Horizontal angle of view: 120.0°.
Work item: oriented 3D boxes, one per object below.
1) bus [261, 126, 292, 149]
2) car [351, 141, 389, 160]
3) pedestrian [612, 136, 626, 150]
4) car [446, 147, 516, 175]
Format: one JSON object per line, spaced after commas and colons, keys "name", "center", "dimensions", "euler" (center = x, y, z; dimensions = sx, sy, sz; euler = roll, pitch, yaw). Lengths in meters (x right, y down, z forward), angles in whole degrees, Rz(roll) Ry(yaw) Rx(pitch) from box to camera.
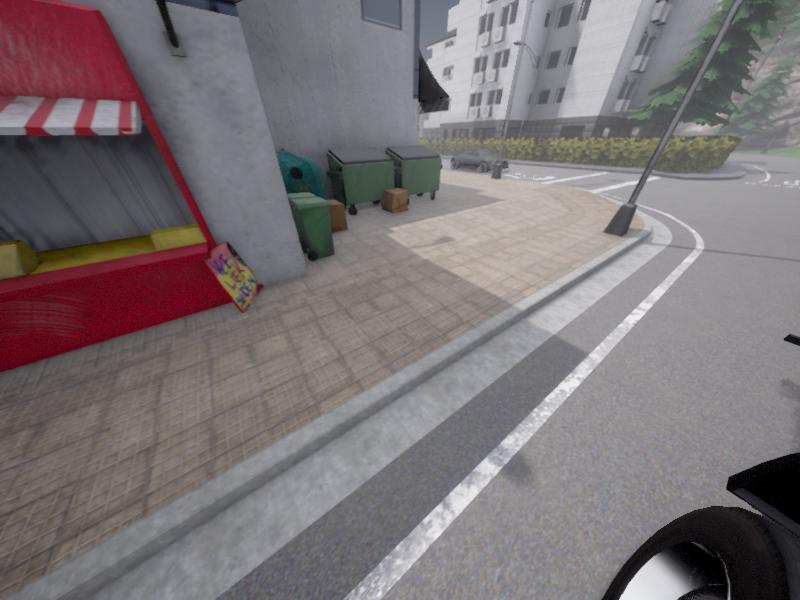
{"name": "bus", "center": [-30.762, -40.299, 57.394], "dimensions": [3.944, 4.253, 10.273], "euler": [-23, 41, -28]}
{"name": "car", "center": [-3.562, -17.433, 26.877], "dimensions": [2.242, 1.667, 4.611], "euler": [-23, 41, -28]}
{"name": "pedestrian", "center": [36.945, -26.497, 38.952], "dimensions": [0.751, 1.860, 0.751], "euler": [2, 35, 4]}
{"name": "car", "center": [5.598, -10.003, 16.488], "dimensions": [1.994, 1.385, 4.181], "euler": [-23, 41, -28]}
